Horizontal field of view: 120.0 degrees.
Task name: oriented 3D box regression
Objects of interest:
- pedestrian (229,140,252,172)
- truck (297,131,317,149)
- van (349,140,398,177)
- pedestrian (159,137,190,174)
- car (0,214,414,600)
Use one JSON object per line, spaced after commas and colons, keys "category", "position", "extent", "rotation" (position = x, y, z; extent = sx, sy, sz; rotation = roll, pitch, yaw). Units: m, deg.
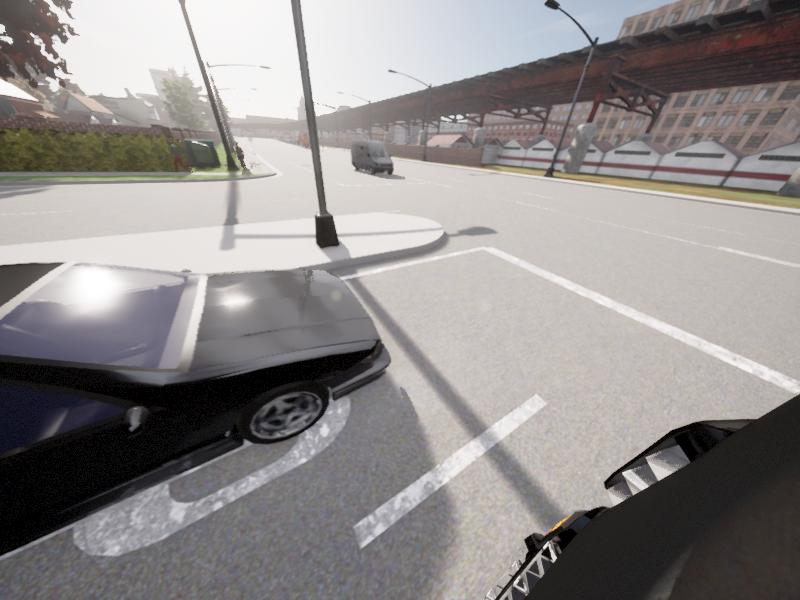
{"category": "pedestrian", "position": [-11.494, -10.377, 16.688], "extent": [0.751, 1.860, 0.751], "rotation": [-7, 35, -15]}
{"category": "truck", "position": [-26.488, -45.395, 65.503], "extent": [2.891, 3.827, 8.468], "rotation": [-16, 39, -26]}
{"category": "van", "position": [-2.603, -13.095, 21.207], "extent": [1.988, 2.561, 5.915], "rotation": [-16, 38, -26]}
{"category": "pedestrian", "position": [-13.883, -8.911, 14.287], "extent": [0.751, 1.860, 0.751], "rotation": [-20, 40, -31]}
{"category": "car", "position": [-2.751, 0.612, 1.561], "extent": [5.357, 1.411, 2.033], "rotation": [-16, 38, -26]}
